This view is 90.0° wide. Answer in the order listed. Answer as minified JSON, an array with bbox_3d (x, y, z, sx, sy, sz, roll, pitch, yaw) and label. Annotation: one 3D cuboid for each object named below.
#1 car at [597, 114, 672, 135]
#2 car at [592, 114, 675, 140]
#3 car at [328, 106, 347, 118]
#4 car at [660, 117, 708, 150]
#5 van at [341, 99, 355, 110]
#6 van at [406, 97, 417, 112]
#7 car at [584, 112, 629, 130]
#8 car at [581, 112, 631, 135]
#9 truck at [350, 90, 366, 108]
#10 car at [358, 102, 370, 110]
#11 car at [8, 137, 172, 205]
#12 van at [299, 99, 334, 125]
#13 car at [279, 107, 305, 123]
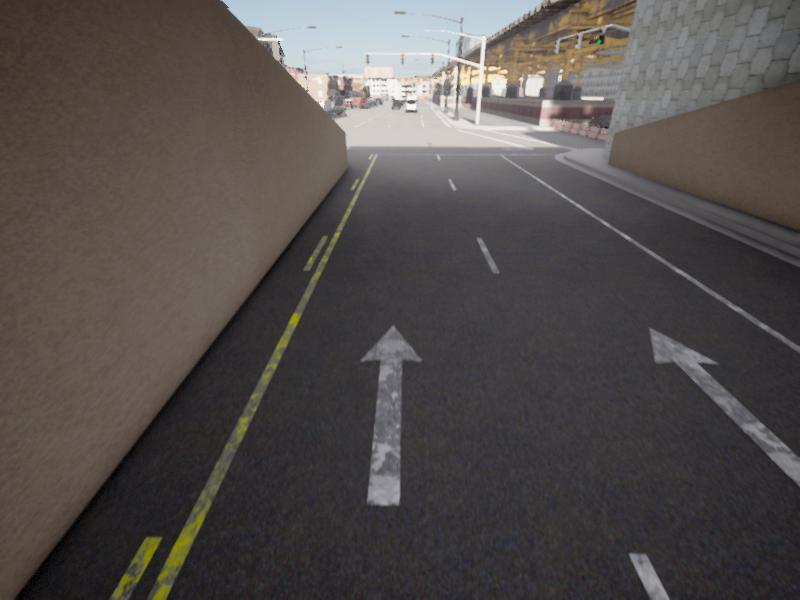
[{"bbox_3d":[17.935,-13.564,30.844,1.853,1.218,4.536,-17,32,-30],"label":"car"},{"bbox_3d":[17.905,-13.443,30.954,2.038,1.542,4.974,-17,32,-30],"label":"car"},{"bbox_3d":[-9.064,-27.536,58.441,1.837,1.490,4.892,1,27,2],"label":"car"},{"bbox_3d":[18.480,-10.973,26.159,2.038,1.542,4.974,15,31,27],"label":"car"},{"bbox_3d":[-11.283,-42.555,87.011,2.069,2.038,4.480,1,27,2],"label":"van"},{"bbox_3d":[2.252,-37.196,76.044,1.988,2.561,5.915,1,27,2],"label":"van"},{"bbox_3d":[18.115,-15.708,35.008,4.536,1.218,1.853,-24,36,-38],"label":"car"},{"bbox_3d":[18.078,-15.552,35.048,4.974,1.542,2.038,-24,36,-38],"label":"car"},{"bbox_3d":[-10.592,-51.263,101.960,2.891,3.827,8.468,1,27,2],"label":"truck"},{"bbox_3d":[-7.777,-42.244,87.132,1.994,1.385,4.181,1,27,2],"label":"car"},{"bbox_3d":[-10.308,-4.629,13.927,2.007,1.525,4.514,0,27,1],"label":"car"},{"bbox_3d":[-9.593,-21.964,46.599,2.351,2.431,6.366,1,27,2],"label":"van"},{"bbox_3d":[-13.015,-22.502,48.541,1.851,1.617,3.988,1,27,2],"label":"car"}]
